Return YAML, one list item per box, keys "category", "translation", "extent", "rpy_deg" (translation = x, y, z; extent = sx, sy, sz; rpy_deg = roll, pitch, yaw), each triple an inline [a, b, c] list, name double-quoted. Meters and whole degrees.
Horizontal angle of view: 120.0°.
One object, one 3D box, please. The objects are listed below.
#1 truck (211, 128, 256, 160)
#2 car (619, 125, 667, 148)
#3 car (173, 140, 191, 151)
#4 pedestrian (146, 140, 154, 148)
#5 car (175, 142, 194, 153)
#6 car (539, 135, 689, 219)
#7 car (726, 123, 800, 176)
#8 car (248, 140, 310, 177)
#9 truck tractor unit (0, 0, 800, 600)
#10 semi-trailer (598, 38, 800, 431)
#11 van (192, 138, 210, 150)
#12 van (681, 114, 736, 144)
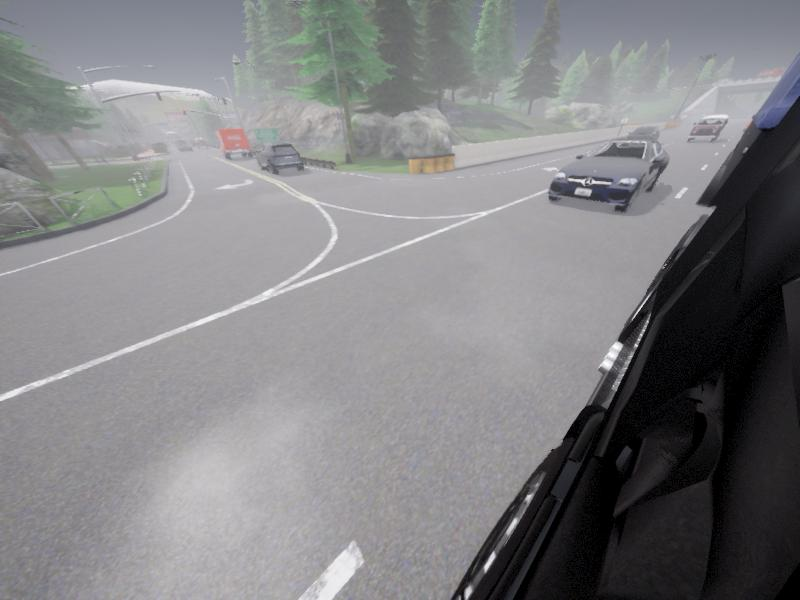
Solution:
- category: "truck"
  translation: [-18.077, -16.802, 25.005]
  extent: [2.627, 2.467, 5.204]
  rpy_deg: [-27, 40, -29]
- category: "car"
  translation: [22.434, -15.132, 21.333]
  extent: [4.892, 1.490, 1.837]
  rpy_deg: [-28, 43, -30]
- category: "car"
  translation: [-46.195, -32.788, 48.940]
  extent: [1.932, 1.855, 4.605]
  rpy_deg: [-28, 43, -29]
- category: "pedestrian"
  translation: [-73.395, -45.688, 67.817]
  extent: [0.751, 1.860, 0.751]
  rpy_deg: [-27, 43, -29]
- category: "car"
  translation: [-40.635, -28.795, 43.486]
  extent: [2.038, 1.542, 4.974]
  rpy_deg: [-28, 43, -30]
- category: "car"
  translation: [7.163, -4.351, 7.701]
  extent: [5.027, 1.651, 2.152]
  rpy_deg: [-28, 43, -30]
- category: "car"
  translation: [17.553, -7.143, 10.779]
  extent: [4.856, 1.649, 2.033]
  rpy_deg: [-28, 43, -30]
- category: "car"
  translation: [-8.046, -9.412, 15.180]
  extent: [2.033, 1.649, 4.856]
  rpy_deg: [-27, 43, -29]
- category: "truck tractor unit"
  translation: [2.645, -0.295, 0.351]
  extent: [6.516, 4.208, 3.053]
  rpy_deg: [-28, 44, -30]
- category: "semi-trailer"
  translation: [8.698, -3.598, 4.240]
  extent: [14.254, 4.402, 2.717]
  rpy_deg: [-28, 43, -30]
- category: "van"
  translation: [-44.869, -35.214, 51.988]
  extent: [2.069, 2.038, 4.480]
  rpy_deg: [-28, 43, -29]
- category: "van"
  translation: [29.076, -16.129, 21.783]
  extent: [4.480, 2.038, 2.069]
  rpy_deg: [-28, 43, -29]
